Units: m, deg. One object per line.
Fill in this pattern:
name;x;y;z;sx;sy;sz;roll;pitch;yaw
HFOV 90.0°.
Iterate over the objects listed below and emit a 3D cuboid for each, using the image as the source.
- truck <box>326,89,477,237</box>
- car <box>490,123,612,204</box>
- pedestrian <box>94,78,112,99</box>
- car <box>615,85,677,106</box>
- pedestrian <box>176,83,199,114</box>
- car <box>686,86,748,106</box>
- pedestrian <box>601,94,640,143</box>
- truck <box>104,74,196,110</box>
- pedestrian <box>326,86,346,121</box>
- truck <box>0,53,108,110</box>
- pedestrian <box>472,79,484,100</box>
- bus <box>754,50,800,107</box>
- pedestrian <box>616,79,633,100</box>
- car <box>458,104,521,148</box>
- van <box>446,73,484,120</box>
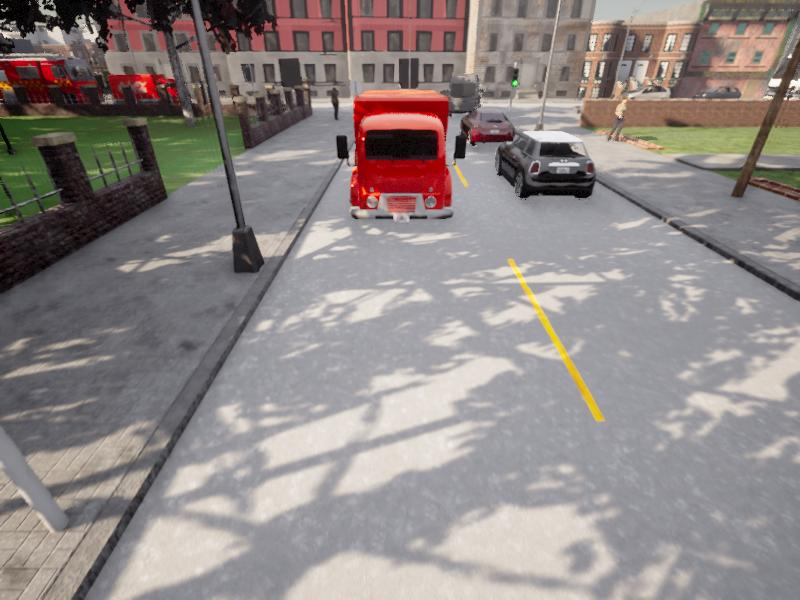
truck;0.014;-3.669;9.836;2.627;2.467;5.204;0;30;0
car;4.018;-4.026;11.437;1.970;1.475;3.806;0;30;0
pedestrian;-29.701;-21.159;40.042;0.751;1.860;0.751;-10;32;-17
car;21.914;-18.315;35.782;3.988;1.617;1.851;0;30;0
pedestrian;-14.887;-14.117;28.028;0.751;1.860;0.751;0;30;0
car;28.273;-18.267;35.789;3.633;1.501;1.845;0;30;0
pedestrian;9.506;-7.840;17.319;0.751;1.860;0.751;-3;30;-5
truck;-19.845;-16.694;32.074;5.204;2.467;2.627;0;30;-1
pedestrian;-3.926;-12.011;24.447;0.751;1.860;0.751;24;38;35
truck;-29.005;-17.290;31.734;8.468;3.827;2.891;0;30;0
pedestrian;7.675;-20.715;39.354;0.751;1.860;0.751;-3;30;-6
bus;38.515;-19.359;34.981;10.273;4.253;3.944;0;30;0
pedestrian;22.359;-21.035;39.929;0.751;1.860;0.751;-3;30;-5
car;4.027;-8.212;18.705;1.994;1.385;4.181;0;30;0
van;4.713;-14.587;28.452;1.988;2.561;5.915;6;31;11
